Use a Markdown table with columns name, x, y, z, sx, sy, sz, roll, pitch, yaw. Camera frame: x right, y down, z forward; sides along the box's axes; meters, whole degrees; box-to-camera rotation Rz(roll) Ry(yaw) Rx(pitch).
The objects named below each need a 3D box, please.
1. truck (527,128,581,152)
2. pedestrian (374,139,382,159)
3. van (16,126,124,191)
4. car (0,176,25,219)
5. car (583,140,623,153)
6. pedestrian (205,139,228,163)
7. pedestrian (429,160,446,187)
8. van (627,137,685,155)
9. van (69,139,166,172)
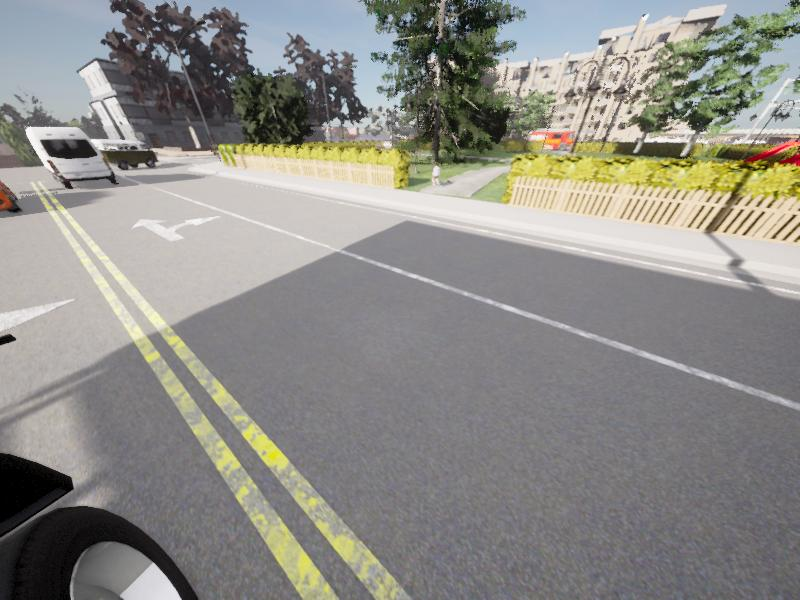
| name | x | y | z | sx | sy | sz | roll | pitch | yaw |
| --- | --- | --- | --- | --- | --- | --- | --- | --- | --- |
| truck | 32.506 | -34.081 | 49.216 | 8.468 | 3.827 | 2.891 | 24 | 41 | 29 |
| pedestrian | -2.510 | -17.524 | 26.849 | 0.751 | 1.860 | 0.751 | 2 | 35 | 2 |
| van | -18.300 | -7.917 | 12.795 | 5.915 | 2.561 | 1.988 | 22 | 41 | 28 |
| car | -15.269 | -3.891 | 7.754 | 4.553 | 1.767 | 2.097 | 22 | 41 | 28 |
| car | 39.710 | -30.227 | 45.348 | 5.566 | 2.045 | 2.150 | 23 | 41 | 29 |
| pedestrian | -17.042 | -13.859 | 21.526 | 0.751 | 1.860 | 0.751 | 3 | 35 | 4 |
| pedestrian | 1.786 | -6.080 | 11.118 | 0.500 | 1.100 | 0.500 | -11 | 37 | -16 |
| van | 45.797 | -27.786 | 41.602 | 6.366 | 2.431 | 2.351 | 23 | 41 | 29 |
| van | -22.595 | -11.862 | 18.881 | 2.069 | 2.038 | 4.480 | -1 | 34 | -1 |
